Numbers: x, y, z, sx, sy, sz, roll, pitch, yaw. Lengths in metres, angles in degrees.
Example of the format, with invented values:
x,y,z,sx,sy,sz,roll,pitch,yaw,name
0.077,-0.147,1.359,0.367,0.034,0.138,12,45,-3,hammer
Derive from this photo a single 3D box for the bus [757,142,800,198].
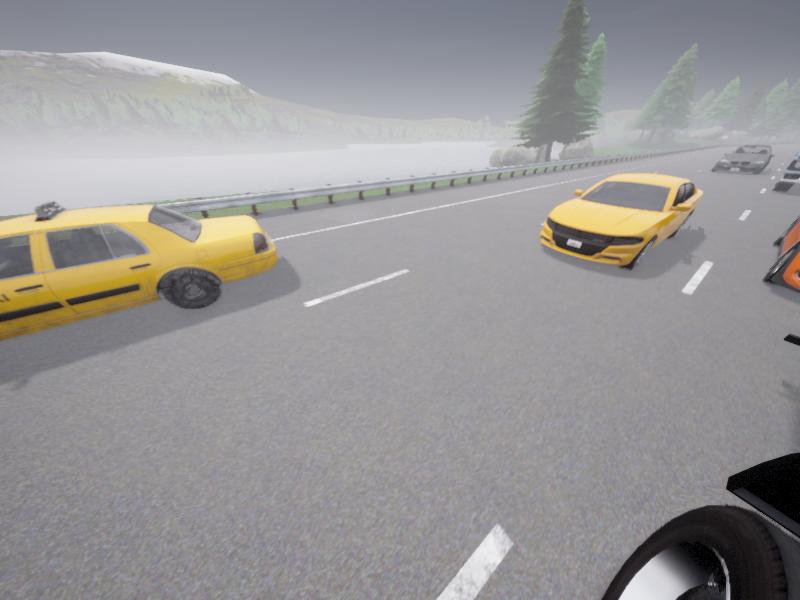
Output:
x,y,z,sx,sy,sz,roll,pitch,yaw,name
21.906,-7.440,10.573,10.273,4.253,3.944,-22,41,-28,bus

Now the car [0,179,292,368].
x,y,z,sx,sy,sz,roll,pitch,yaw,name
-4.765,-0.482,3.259,5.366,1.575,1.801,-22,41,-28,car

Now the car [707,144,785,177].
x,y,z,sx,sy,sz,roll,pitch,yaw,name
24.716,-10.073,16.515,4.611,1.667,2.242,-22,41,-28,car

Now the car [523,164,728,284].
x,y,z,sx,sy,sz,roll,pitch,yaw,name
5.563,-2.213,5.659,5.008,1.535,1.882,-23,41,-28,car

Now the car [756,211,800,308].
x,y,z,sx,sy,sz,roll,pitch,yaw,name
8.532,-1.065,3.786,4.553,1.767,2.097,-22,41,-28,car
